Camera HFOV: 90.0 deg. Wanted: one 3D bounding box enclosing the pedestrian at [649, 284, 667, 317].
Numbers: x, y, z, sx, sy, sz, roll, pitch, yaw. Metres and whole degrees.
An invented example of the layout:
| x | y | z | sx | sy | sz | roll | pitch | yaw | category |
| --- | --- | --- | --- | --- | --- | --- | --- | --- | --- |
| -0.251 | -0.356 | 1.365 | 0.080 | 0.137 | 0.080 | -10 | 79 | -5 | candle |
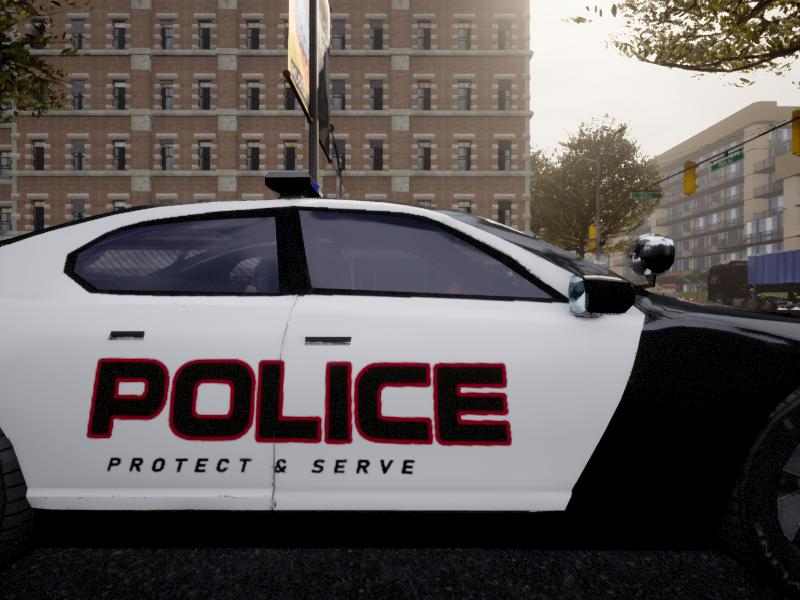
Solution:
| x | y | z | sx | sy | sz | roll | pitch | yaw | category |
| --- | --- | --- | --- | --- | --- | --- | --- | --- | --- |
| 14.730 | 0.033 | 22.847 | 0.751 | 1.860 | 0.751 | 0 | 0 | 26 | pedestrian |

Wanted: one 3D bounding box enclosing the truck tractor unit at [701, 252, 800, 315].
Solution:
| x | y | z | sx | sy | sz | roll | pitch | yaw | category |
| --- | --- | --- | --- | --- | --- | --- | --- | --- | --- |
| 26.492 | -1.124 | 29.896 | 3.053 | 4.208 | 6.516 | 0 | 0 | 1 | truck tractor unit |

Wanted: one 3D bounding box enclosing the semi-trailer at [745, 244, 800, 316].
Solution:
| x | y | z | sx | sy | sz | roll | pitch | yaw | category |
| --- | --- | --- | --- | --- | --- | --- | --- | --- | --- |
| 25.533 | -1.223 | 22.056 | 2.717 | 4.402 | 14.254 | 0 | 0 | 9 | semi-trailer |

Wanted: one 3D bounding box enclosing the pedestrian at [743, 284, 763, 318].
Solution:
| x | y | z | sx | sy | sz | roll | pitch | yaw | category |
| --- | --- | --- | --- | --- | --- | --- | --- | --- | --- |
| 19.772 | 0.037 | 22.418 | 0.751 | 1.860 | 0.751 | 0 | 0 | 32 | pedestrian |

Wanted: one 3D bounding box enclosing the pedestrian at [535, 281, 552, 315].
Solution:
| x | y | z | sx | sy | sz | roll | pitch | yaw | category |
| --- | --- | --- | --- | --- | --- | --- | --- | --- | --- |
| 7.947 | -0.115 | 22.138 | 0.751 | 1.860 | 0.751 | 0 | 0 | 28 | pedestrian |

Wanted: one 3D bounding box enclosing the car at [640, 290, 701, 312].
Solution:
| x | y | z | sx | sy | sz | roll | pitch | yaw | category |
| --- | --- | --- | --- | --- | --- | --- | --- | --- | --- |
| 23.006 | 0.094 | 34.242 | 2.097 | 1.767 | 4.553 | 0 | 0 | 0 | car |

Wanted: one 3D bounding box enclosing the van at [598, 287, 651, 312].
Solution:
| x | y | z | sx | sy | sz | roll | pitch | yaw | category |
| --- | --- | --- | --- | --- | --- | --- | --- | --- | --- |
| 19.501 | -0.029 | 35.025 | 2.069 | 2.038 | 4.480 | 0 | 0 | 0 | van |

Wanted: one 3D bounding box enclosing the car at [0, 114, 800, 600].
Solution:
| x | y | z | sx | sy | sz | roll | pitch | yaw | category |
| --- | --- | --- | --- | --- | --- | --- | --- | --- | --- |
| -0.057 | 0.226 | 2.190 | 4.974 | 1.542 | 2.038 | 0 | 0 | 0 | car |

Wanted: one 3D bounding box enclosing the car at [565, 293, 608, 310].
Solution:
| x | y | z | sx | sy | sz | roll | pitch | yaw | category |
| --- | --- | --- | --- | --- | --- | --- | --- | --- | --- |
| 19.468 | 0.180 | 41.974 | 2.152 | 1.651 | 5.027 | 0 | 0 | 0 | car |

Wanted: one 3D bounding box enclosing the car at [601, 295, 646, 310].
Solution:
| x | y | z | sx | sy | sz | roll | pitch | yaw | category |
| --- | --- | --- | --- | --- | --- | --- | --- | --- | --- |
| 22.968 | 0.244 | 41.298 | 1.837 | 1.490 | 4.892 | 0 | 0 | 0 | car |

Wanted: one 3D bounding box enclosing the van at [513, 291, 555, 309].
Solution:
| x | y | z | sx | sy | sz | roll | pitch | yaw | category |
| --- | --- | --- | --- | --- | --- | --- | --- | --- | --- |
| 15.893 | -0.002 | 47.523 | 4.442 | 1.987 | 1.775 | 0 | 0 | 38 | van |
